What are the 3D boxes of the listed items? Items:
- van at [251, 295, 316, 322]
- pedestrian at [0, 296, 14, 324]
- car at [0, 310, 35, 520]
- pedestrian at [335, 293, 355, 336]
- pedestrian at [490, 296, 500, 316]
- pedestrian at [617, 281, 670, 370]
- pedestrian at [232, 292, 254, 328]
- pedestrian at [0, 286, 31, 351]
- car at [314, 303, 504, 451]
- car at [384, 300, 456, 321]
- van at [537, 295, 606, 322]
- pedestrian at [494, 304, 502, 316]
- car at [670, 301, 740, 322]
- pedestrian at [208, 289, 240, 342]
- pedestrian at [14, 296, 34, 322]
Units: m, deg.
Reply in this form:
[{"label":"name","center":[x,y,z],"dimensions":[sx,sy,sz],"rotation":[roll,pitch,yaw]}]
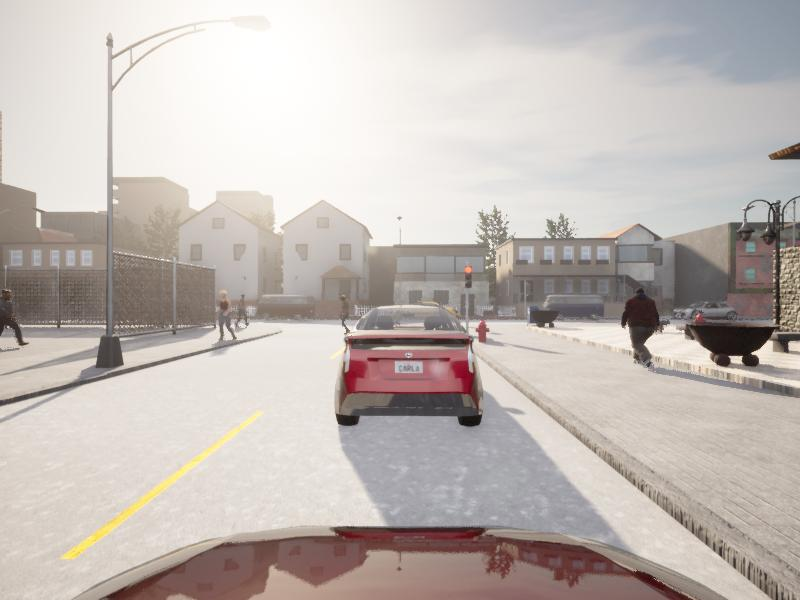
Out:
[{"label":"van","center":[-8.826,0.599,30.535],"dimensions":[4.442,1.987,1.775],"rotation":[0,0,9]},{"label":"pedestrian","center":[-26.802,0.637,27.026],"dimensions":[0.751,1.860,0.751],"rotation":[0,0,1]},{"label":"car","center":[-4.006,0.836,0.742],"dimensions":[2.128,1.511,4.902],"rotation":[0,0,1]},{"label":"pedestrian","center":[-2.448,0.637,17.793],"dimensions":[0.751,1.860,0.751],"rotation":[0,0,-22]},{"label":"pedestrian","center":[8.612,0.533,36.381],"dimensions":[0.751,1.860,0.751],"rotation":[0,0,-1]},{"label":"pedestrian","center":[5.305,0.525,8.772],"dimensions":[0.751,1.860,0.751],"rotation":[0,0,7]},{"label":"pedestrian","center":[-8.323,0.534,21.196],"dimensions":[0.751,1.860,0.751],"rotation":[0,0,21]},{"label":"pedestrian","center":[-11.651,0.536,11.878],"dimensions":[0.751,1.860,0.751],"rotation":[0,0,-10]},{"label":"car","center":[0.137,0.828,6.489],"dimensions":[2.007,1.525,4.514],"rotation":[0,0,1]},{"label":"car","center":[1.512,0.801,30.586],"dimensions":[5.366,1.575,1.801],"rotation":[0,0,1]},{"label":"van","center":[12.928,0.597,30.331],"dimensions":[4.442,1.987,1.775],"rotation":[0,0,1]},{"label":"pedestrian","center":[8.775,0.913,35.769],"dimensions":[0.500,1.100,0.500],"rotation":[0,0,-7]},{"label":"car","center":[22.870,0.853,30.112],"dimensions":[3.806,1.475,1.970],"rotation":[0,0,1]},{"label":"pedestrian","center":[-6.273,0.534,14.293],"dimensions":[0.751,1.860,0.751],"rotation":[0,0,12]},{"label":"pedestrian","center":[-27.075,0.637,28.793],"dimensions":[0.751,1.860,0.751],"rotation":[0,0,2]}]
